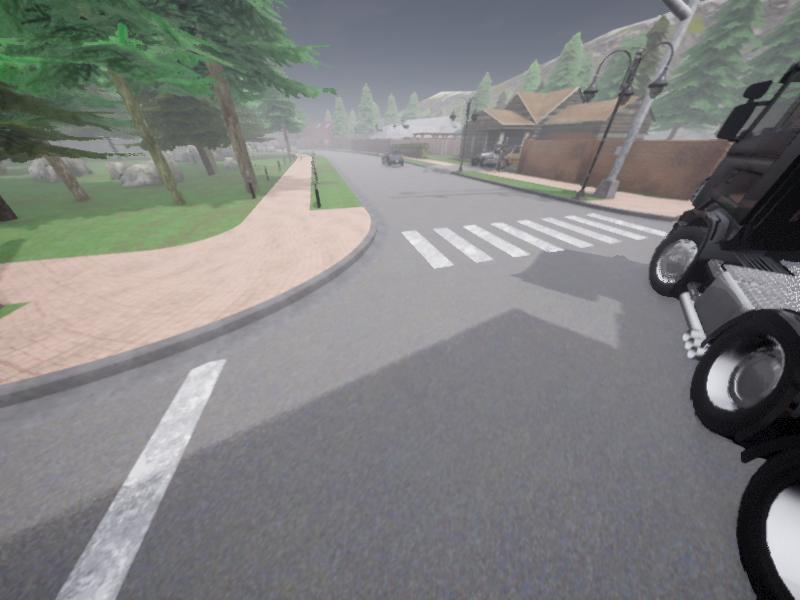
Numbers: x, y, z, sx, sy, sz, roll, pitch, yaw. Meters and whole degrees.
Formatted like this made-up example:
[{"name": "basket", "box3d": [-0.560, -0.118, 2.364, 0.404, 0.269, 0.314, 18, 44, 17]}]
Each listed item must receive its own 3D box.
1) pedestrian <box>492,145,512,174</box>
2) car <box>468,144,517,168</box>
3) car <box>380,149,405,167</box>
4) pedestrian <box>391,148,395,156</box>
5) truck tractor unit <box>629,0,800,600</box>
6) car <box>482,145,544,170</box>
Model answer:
[{"name": "pedestrian", "box3d": [7.928, -10.937, 17.982, 0.751, 1.860, 0.751, -9, 36, -13]}, {"name": "car", "box3d": [9.206, -14.439, 23.116, 3.866, 1.878, 1.905, -10, 36, -14]}, {"name": "car", "box3d": [-0.865, -15.548, 25.213, 1.845, 1.501, 3.633, -10, 36, -14]}, {"name": "pedestrian", "box3d": [-1.155, -24.188, 37.812, 0.500, 1.100, 0.500, -15, 37, -21]}, {"name": "truck tractor unit", "box3d": [4.588, -0.637, 1.262, 3.053, 4.208, 6.516, 23, 41, 29]}, {"name": "car", "box3d": [10.319, -13.139, 21.234, 4.605, 1.855, 1.932, -10, 36, -14]}]
